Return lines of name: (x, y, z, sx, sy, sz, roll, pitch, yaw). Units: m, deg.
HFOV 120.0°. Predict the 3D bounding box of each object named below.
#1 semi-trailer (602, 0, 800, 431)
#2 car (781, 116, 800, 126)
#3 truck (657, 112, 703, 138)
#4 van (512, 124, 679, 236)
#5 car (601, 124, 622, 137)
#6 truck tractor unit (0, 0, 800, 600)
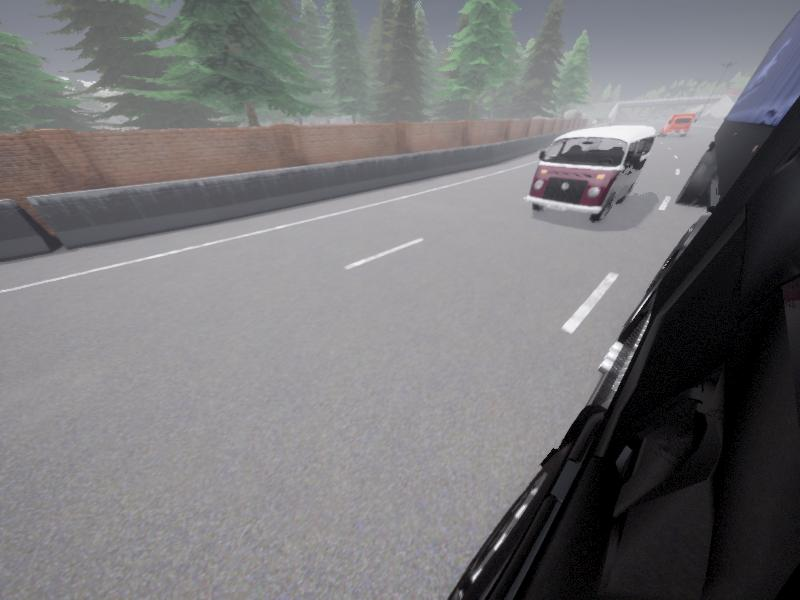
semi-trailer: (8.484, -3.717, 4.462, 14.254, 4.402, 2.717, -30, 45, -32)
car: (78.598, -35.454, 45.636, 1.882, 1.535, 5.008, 24, 44, 31)
truck: (36.567, -22.958, 30.404, 2.627, 2.467, 5.204, 24, 44, 31)
van: (5.563, -3.700, 6.605, 4.480, 2.038, 2.069, -29, 45, -32)
car: (35.078, -28.168, 38.266, 2.038, 1.542, 4.974, 24, 44, 31)
truck tractor unit: (2.645, -0.295, 0.351, 6.516, 4.208, 3.053, -28, 44, -30)
